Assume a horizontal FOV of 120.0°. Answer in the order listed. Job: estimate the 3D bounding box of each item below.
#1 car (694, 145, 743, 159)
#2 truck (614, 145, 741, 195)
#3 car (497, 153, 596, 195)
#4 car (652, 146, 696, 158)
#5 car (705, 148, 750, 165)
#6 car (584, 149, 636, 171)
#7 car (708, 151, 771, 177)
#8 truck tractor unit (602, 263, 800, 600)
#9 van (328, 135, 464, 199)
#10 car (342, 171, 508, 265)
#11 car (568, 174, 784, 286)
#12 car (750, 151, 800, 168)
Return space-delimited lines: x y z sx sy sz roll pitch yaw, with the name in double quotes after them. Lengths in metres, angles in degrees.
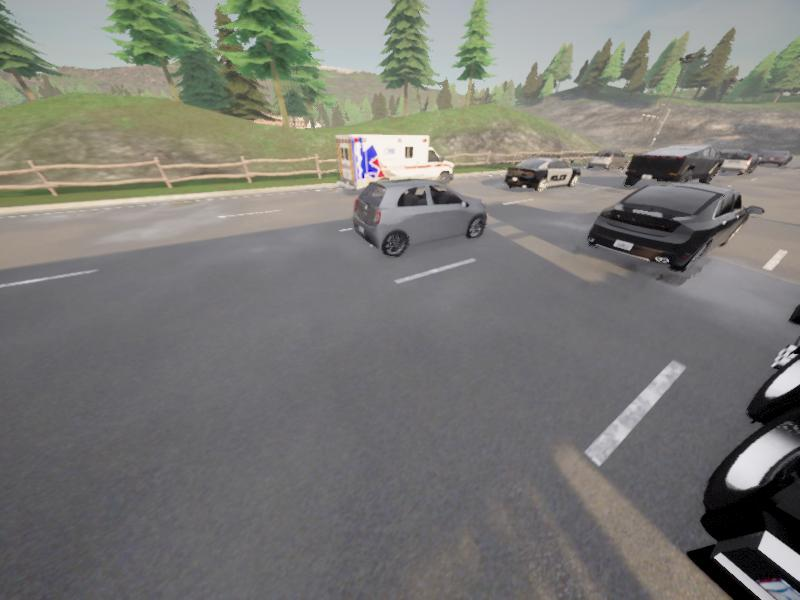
50.208 -23.473 36.586 2.097 1.767 4.553 9 36 13 "car"
15.847 -7.630 13.263 6.274 2.098 2.390 -17 38 -23 "truck"
8.209 -7.185 12.959 5.238 1.638 1.930 -18 39 -24 "car"
46.608 -25.328 39.456 2.007 1.525 4.514 0 35 -1 "car"
39.905 -17.479 28.110 5.008 1.535 1.882 -18 39 -24 "car"
19.851 -13.275 21.839 3.988 1.617 1.851 -18 39 -24 "car"
28.116 -11.352 19.146 3.988 1.617 1.851 -18 39 -24 "car"
5.109 -0.303 0.787 6.516 4.208 3.053 -18 39 -24 "truck tractor unit"
-0.066 -7.116 12.102 6.366 2.431 2.351 -18 39 -24 "van"
0.645 -2.363 6.062 3.633 1.501 1.845 -18 39 -24 "car"
6.735 -2.027 5.663 4.892 1.490 1.837 -18 39 -24 "car"
42.221 -15.866 25.938 5.357 1.411 2.033 -18 39 -24 "car"
